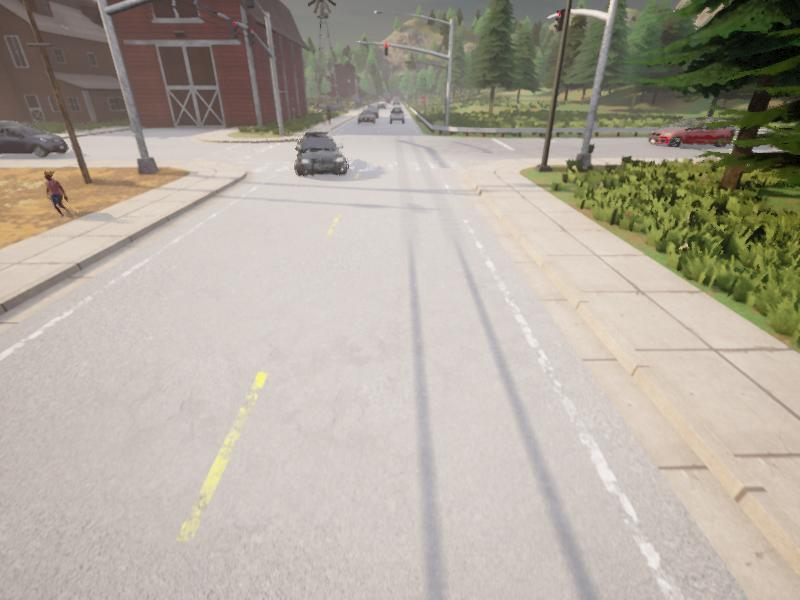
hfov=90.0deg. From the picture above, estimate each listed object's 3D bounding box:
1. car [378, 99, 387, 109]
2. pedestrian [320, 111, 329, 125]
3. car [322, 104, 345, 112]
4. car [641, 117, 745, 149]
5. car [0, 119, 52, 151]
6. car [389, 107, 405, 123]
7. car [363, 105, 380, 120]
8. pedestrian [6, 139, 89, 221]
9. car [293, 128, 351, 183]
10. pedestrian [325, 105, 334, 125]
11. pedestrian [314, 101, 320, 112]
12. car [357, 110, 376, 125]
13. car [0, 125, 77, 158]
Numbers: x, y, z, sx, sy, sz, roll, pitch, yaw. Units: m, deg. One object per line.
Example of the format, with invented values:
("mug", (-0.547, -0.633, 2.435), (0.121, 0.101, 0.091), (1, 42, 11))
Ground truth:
("car", (-4.377, -48.953, 99.682), (2.150, 2.045, 5.566), (0, 27, 0))
("pedestrian", (-7.873, -18.985, 41.778), (0.751, 1.300, 0.751), (-1, 27, -2))
("car", (-12.820, -37.307, 77.766), (4.181, 1.385, 1.994), (-1, 27, -2))
("car", (18.570, -10.712, 25.570), (4.611, 1.667, 2.242), (-1, 27, -1))
("car", (-25.051, -10.141, 24.535), (5.027, 1.651, 2.152), (-1, 28, -1))
("car", (-0.363, -22.659, 48.975), (1.851, 1.617, 3.988), (0, 27, 0))
("car", (-3.934, -26.200, 55.834), (1.930, 1.638, 5.238), (0, 27, 0))
("pedestrian", (-8.774, -3.013, 10.050), (0.751, 1.860, 0.751), (-2, 27, -4))
("car", (-3.531, -6.493, 17.572), (2.038, 1.542, 4.974), (-7, 28, -12))
("pedestrian", (-7.545, -19.706, 42.568), (0.751, 1.860, 0.751), (-5, 28, -10))
("pedestrian", (-15.144, -35.483, 73.291), (0.751, 1.860, 0.751), (-1, 27, -2))
("car", (-3.840, -21.251, 46.498), (1.994, 1.385, 4.181), (0, 27, 0))
("car", (-20.192, -8.559, 21.558), (3.633, 1.501, 1.845), (-1, 27, -1))
